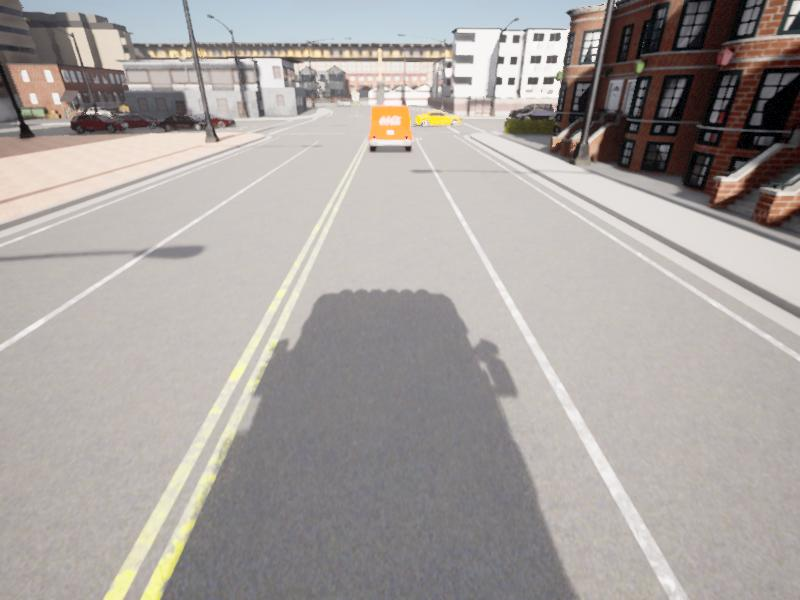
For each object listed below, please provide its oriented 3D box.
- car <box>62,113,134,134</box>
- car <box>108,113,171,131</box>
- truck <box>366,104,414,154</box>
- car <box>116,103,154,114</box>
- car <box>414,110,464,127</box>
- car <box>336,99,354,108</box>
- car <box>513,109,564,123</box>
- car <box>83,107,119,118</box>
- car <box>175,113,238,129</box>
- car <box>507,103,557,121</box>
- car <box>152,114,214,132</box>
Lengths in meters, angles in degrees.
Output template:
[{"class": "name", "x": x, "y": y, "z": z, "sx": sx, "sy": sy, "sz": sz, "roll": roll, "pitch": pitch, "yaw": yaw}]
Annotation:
[{"class": "car", "x": -28.695, "y": -16.818, "z": 38.124, "sx": 4.856, "sy": 1.649, "sz": 2.033, "roll": -2, "pitch": 27, "yaw": -2}, {"class": "car", "x": -26.790, "y": -18.428, "z": 41.333, "sx": 4.792, "sy": 1.488, "sz": 2.163, "roll": -2, "pitch": 27, "yaw": -2}, {"class": "truck", "x": -0.581, "y": -10.631, "z": 24.617, "sx": 2.627, "sy": 2.467, "sz": 5.204, "roll": -1, "pitch": 27, "yaw": -1}, {"class": "car", "x": -46.788, "y": -33.867, "z": 70.732, "sx": 5.027, "sy": 1.636, "sz": 2.152, "roll": -1, "pitch": 27, "yaw": -2}, {"class": "car", "x": 4.067, "y": -19.190, "z": 42.320, "sx": 5.008, "sy": 1.535, "sz": 1.882, "roll": -1, "pitch": 27, "yaw": -1}, {"class": "car", "x": -11.284, "y": -40.027, "z": 81.329, "sx": 1.812, "sy": 1.442, "sz": 4.674, "roll": -16, "pitch": 32, "yaw": -28}, {"class": "car", "x": 16.814, "y": -22.402, "z": 48.710, "sx": 5.357, "sy": 1.411, "sz": 2.033, "roll": 0, "pitch": 27, "yaw": 0}, {"class": "car", "x": -47.499, "y": -29.818, "z": 63.664, "sx": 3.806, "sy": 1.475, "sz": 1.970, "roll": -2, "pitch": 27, "yaw": -2}, {"class": "car", "x": -19.978, "y": -18.616, "z": 41.580, "sx": 5.357, "sy": 1.411, "sz": 2.033, "roll": -2, "pitch": 27, "yaw": -2}, {"class": "car", "x": 16.928, "y": -24.290, "z": 51.671, "sx": 5.566, "sy": 2.045, "sz": 2.150, "roll": 0, "pitch": 27, "yaw": 0}, {"class": "car", "x": -20.737, "y": -17.012, "z": 38.429, "sx": 4.674, "sy": 1.442, "sz": 1.812, "roll": -2, "pitch": 27, "yaw": -2}]
